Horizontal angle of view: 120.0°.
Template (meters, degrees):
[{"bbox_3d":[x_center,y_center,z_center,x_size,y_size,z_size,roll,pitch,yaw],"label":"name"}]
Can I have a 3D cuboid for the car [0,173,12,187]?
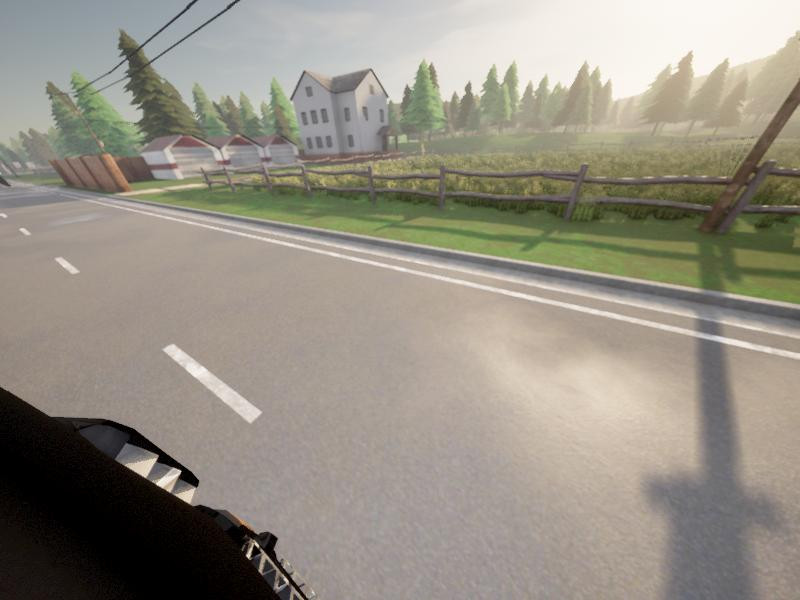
[{"bbox_3d":[-54.165,-16.001,30.342,5.566,2.045,2.150,16,38,26],"label":"car"}]
